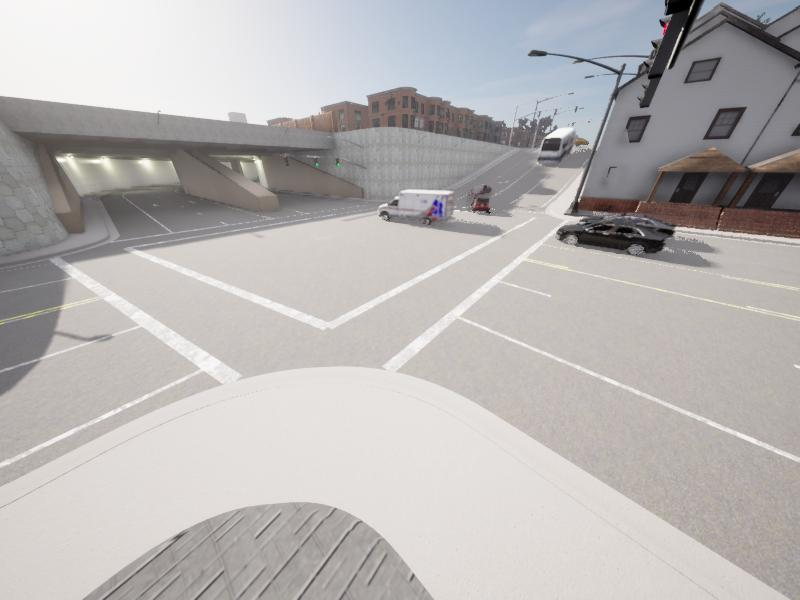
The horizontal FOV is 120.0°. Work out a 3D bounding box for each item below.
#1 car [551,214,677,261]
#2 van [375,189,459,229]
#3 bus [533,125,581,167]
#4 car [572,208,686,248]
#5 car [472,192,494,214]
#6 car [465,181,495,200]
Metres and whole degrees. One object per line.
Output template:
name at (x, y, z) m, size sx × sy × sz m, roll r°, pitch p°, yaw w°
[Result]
car at (11.977, -3.783, 13.374) m, size 4.892 × 1.490 × 1.837 m, roll 24°, pitch 38°, yaw 35°
van at (1.305, -7.754, 19.314) m, size 6.366 × 2.431 × 2.351 m, roll 13°, pitch 32°, yaw 21°
bus at (28.187, -27.702, 41.474) m, size 3.944 × 4.253 × 10.273 m, roll 24°, pitch 51°, yaw 34°
car at (14.746, -4.905, 15.294) m, size 4.902 × 1.511 × 2.128 m, roll 24°, pitch 38°, yaw 35°
car at (8.813, -10.484, 24.897) m, size 1.851 × 1.617 × 3.988 m, roll 7°, pitch 31°, yaw 14°
car at (11.124, -15.225, 32.043) m, size 1.812 × 1.442 × 4.674 m, roll 25°, pitch 45°, yaw 36°
